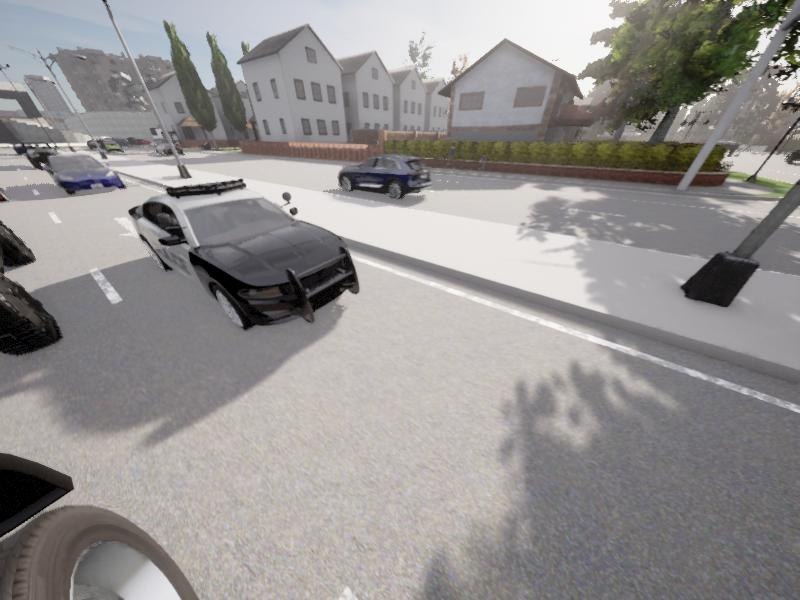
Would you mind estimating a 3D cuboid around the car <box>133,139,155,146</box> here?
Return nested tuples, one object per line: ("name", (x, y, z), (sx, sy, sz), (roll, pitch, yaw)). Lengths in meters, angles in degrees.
("car", (-66.008, -40.697, 59.663), (1.845, 1.501, 3.633), (-5, 36, -8))

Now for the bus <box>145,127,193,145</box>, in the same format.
("bus", (-68.959, -49.352, 69.572), (3.944, 4.253, 10.273), (0, 35, -1))

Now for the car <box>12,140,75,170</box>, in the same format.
("car", (-29.185, -11.926, 18.923), (3.866, 1.878, 1.905), (22, 40, 28))

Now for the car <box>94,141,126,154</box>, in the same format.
("car", (-45.478, -24.017, 36.234), (4.514, 1.525, 2.007), (22, 41, 28))

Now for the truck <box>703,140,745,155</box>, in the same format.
("truck", (58.220, -27.612, 41.713), (2.390, 2.098, 6.274), (22, 41, 27))

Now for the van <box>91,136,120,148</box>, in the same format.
("van", (-67.284, -36.231, 52.914), (2.069, 2.038, 4.480), (-14, 38, -20))

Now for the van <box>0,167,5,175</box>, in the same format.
("van", (-29.180, -9.519, 15.386), (4.480, 2.038, 2.069), (21, 40, 28))

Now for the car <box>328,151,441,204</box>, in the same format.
("car", (-0.819, -5.920, 10.879), (4.856, 1.649, 2.033), (22, 41, 28))

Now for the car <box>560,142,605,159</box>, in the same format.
("car", (21.830, -17.972, 27.697), (3.806, 1.475, 1.970), (22, 41, 28))

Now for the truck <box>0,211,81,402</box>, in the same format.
("truck", (-7.057, -0.547, 2.802), (6.274, 2.098, 2.390), (22, 41, 28))

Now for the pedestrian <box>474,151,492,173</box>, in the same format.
("pedestrian", (5.949, -9.939, 16.614), (0.751, 1.300, 0.751), (21, 40, 27))

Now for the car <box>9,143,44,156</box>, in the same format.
("car", (-49.853, -20.069, 30.799), (4.718, 1.301, 1.895), (22, 41, 28))

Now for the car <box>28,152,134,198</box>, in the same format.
("car", (-15.846, -6.342, 11.475), (4.792, 1.488, 2.163), (22, 41, 28))

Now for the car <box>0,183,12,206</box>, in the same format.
("car", (-17.542, -4.524, 8.982), (4.181, 1.385, 1.994), (22, 41, 28))

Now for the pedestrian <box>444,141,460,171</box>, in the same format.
("pedestrian", (3.934, -10.914, 17.493), (0.751, 1.860, 0.751), (20, 40, 26))

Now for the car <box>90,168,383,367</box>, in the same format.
("car", (-3.000, -1.192, 4.147), (5.238, 1.638, 1.930), (22, 40, 28))

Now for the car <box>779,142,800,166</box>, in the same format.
("car", (43.159, -14.984, 23.746), (2.150, 2.045, 5.566), (22, 40, 27))

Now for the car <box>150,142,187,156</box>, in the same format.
("car", (-32.517, -21.216, 32.370), (4.974, 1.542, 2.038), (22, 41, 28))

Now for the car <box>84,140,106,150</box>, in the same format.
("car", (-58.587, -29.756, 44.371), (5.357, 1.411, 2.033), (29, 44, 34))
